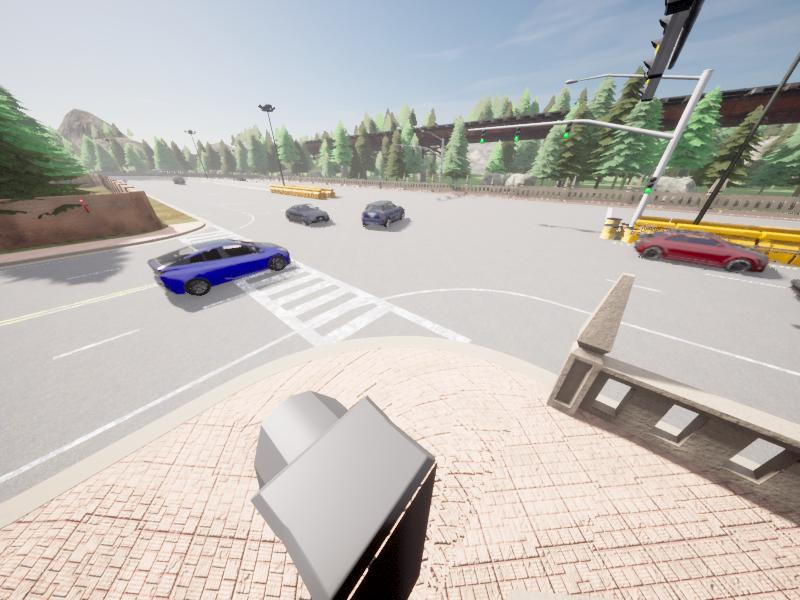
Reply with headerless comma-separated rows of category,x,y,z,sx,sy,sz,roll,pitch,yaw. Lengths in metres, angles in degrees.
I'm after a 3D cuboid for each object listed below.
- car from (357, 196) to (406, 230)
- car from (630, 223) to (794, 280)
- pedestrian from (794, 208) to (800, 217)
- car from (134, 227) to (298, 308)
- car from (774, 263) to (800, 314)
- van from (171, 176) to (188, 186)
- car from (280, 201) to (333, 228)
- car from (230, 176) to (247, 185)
car,-1.270,-7.082,18.475,2.097,1.767,4.553,11,32,18
car,14.018,-2.492,10.954,4.181,1.385,1.994,23,37,34
pedestrian,35.771,-8.217,20.025,0.751,1.860,0.751,23,37,34
car,-6.883,-1.611,9.271,2.007,1.525,4.514,21,36,32
car,15.267,0.322,6.054,5.357,1.411,2.033,23,37,34
van,-54.663,-29.560,57.217,4.442,1.987,1.775,23,37,34
car,-7.662,-7.092,18.921,4.181,1.385,1.994,23,37,34
car,-41.722,-30.934,59.709,4.605,1.855,1.932,23,37,34
